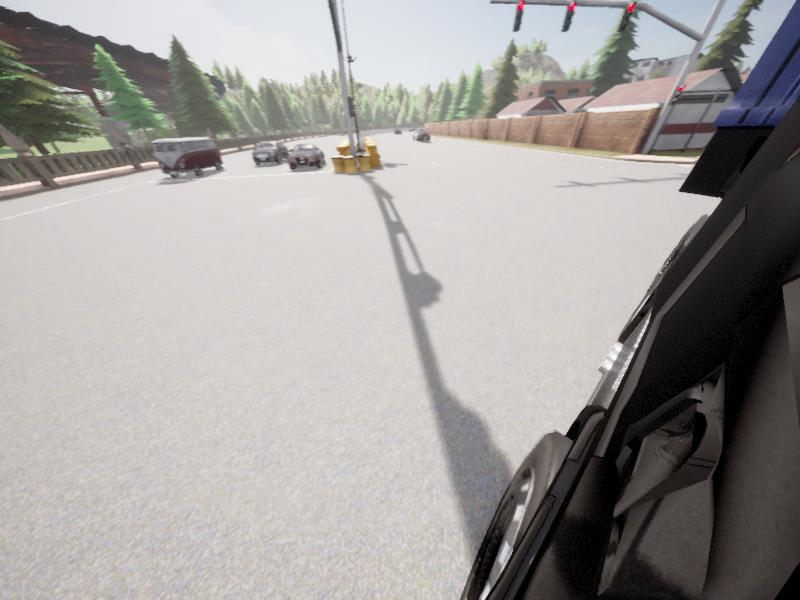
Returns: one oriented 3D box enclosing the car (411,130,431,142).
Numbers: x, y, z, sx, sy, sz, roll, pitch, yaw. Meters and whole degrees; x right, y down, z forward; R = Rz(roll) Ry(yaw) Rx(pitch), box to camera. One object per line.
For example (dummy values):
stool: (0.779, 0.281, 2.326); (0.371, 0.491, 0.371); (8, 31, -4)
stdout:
car: (3.388, -26.741, 37.582); (2.038, 1.542, 4.974); (-7, 37, -7)

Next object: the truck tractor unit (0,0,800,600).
truck tractor unit: (2.645, -0.295, 0.351); (6.516, 4.208, 3.053); (-28, 44, -30)

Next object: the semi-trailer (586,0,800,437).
semi-trailer: (9.606, -2.734, 3.060); (14.254, 4.402, 2.717); (-16, 39, -17)

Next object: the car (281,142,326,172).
car: (-6.594, -10.208, 16.332); (1.994, 1.385, 4.181); (-6, 37, -6)

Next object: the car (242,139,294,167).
car: (-10.624, -12.179, 19.031); (2.128, 1.511, 4.902); (-6, 37, -6)

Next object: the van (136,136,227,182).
van: (-13.383, -9.088, 14.684); (1.775, 1.987, 4.442); (-6, 37, -6)
